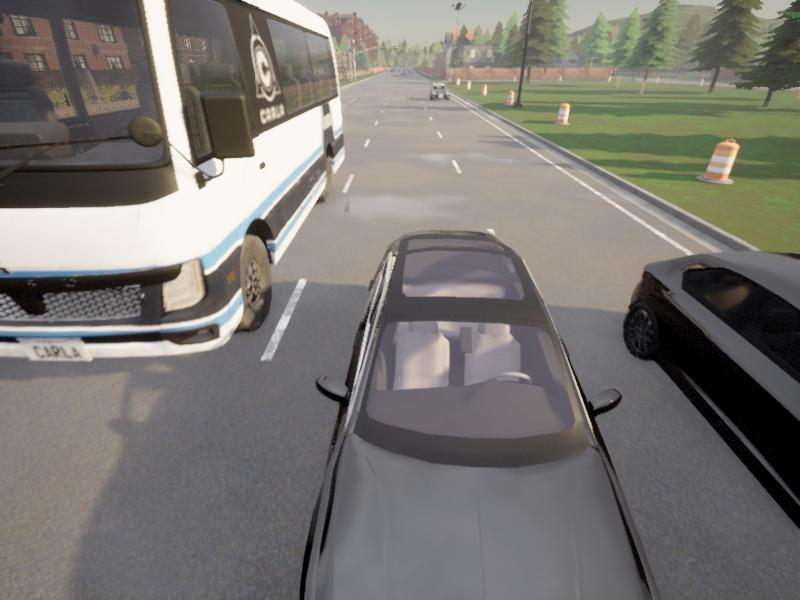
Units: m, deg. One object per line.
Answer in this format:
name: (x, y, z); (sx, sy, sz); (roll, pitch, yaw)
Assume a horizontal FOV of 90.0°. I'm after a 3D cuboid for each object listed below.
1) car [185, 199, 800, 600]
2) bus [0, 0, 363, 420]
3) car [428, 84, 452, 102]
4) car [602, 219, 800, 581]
car: (0.501, 0.571, 3.530); (2.128, 1.511, 4.902); (2, 30, 3)
bus: (-3.201, -3.245, 7.342); (3.944, 4.253, 10.273); (0, 30, 0)
car: (3.933, -20.684, 39.901); (1.970, 1.475, 3.806); (0, 30, 0)
car: (3.642, 0.743, 3.270); (1.816, 1.474, 4.193); (0, 30, 0)
